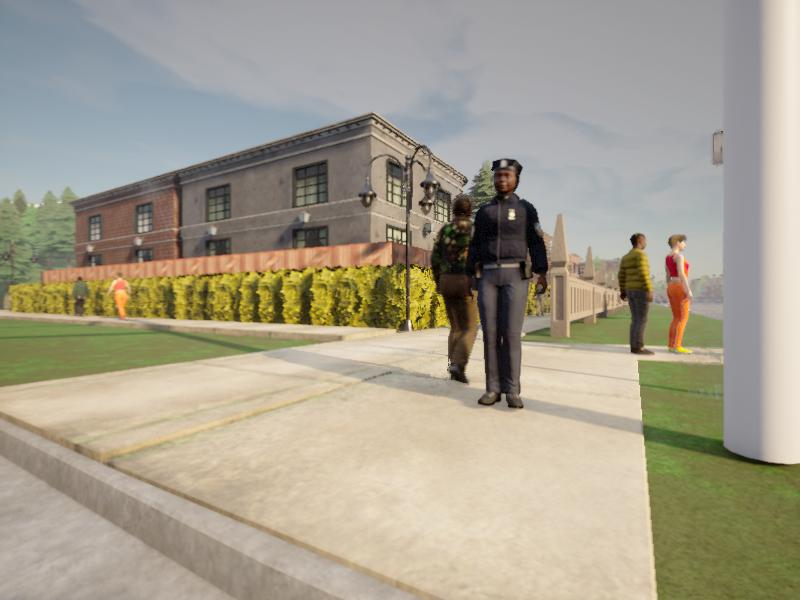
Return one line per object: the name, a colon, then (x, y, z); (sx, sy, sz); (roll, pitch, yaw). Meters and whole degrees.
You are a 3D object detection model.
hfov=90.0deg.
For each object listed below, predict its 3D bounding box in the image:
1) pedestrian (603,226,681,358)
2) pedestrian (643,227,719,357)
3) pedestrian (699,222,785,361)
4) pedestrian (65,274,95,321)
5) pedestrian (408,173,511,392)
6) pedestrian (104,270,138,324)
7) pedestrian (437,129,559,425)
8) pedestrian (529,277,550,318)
pedestrian: (3.632, -0.114, 6.060); (0.751, 1.860, 0.751); (0, 0, 3)
pedestrian: (4.296, -0.114, 6.172); (0.751, 1.860, 0.751); (0, 0, 15)
pedestrian: (4.957, -0.114, 5.856); (0.751, 1.860, 0.751); (0, 0, 21)
pedestrian: (-13.123, -0.107, 16.416); (0.751, 1.860, 0.751); (0, 0, 31)
pedestrian: (0.595, -0.146, 3.909); (0.751, 1.860, 0.751); (0, 0, 33)
pedestrian: (-9.912, -0.109, 14.201); (0.751, 1.860, 0.751); (0, 0, 31)
pedestrian: (0.765, -0.145, 3.014); (0.751, 1.860, 0.751); (0, 0, 26)
pedestrian: (6.551, -0.111, 18.811); (0.751, 1.860, 0.751); (0, 0, 34)
